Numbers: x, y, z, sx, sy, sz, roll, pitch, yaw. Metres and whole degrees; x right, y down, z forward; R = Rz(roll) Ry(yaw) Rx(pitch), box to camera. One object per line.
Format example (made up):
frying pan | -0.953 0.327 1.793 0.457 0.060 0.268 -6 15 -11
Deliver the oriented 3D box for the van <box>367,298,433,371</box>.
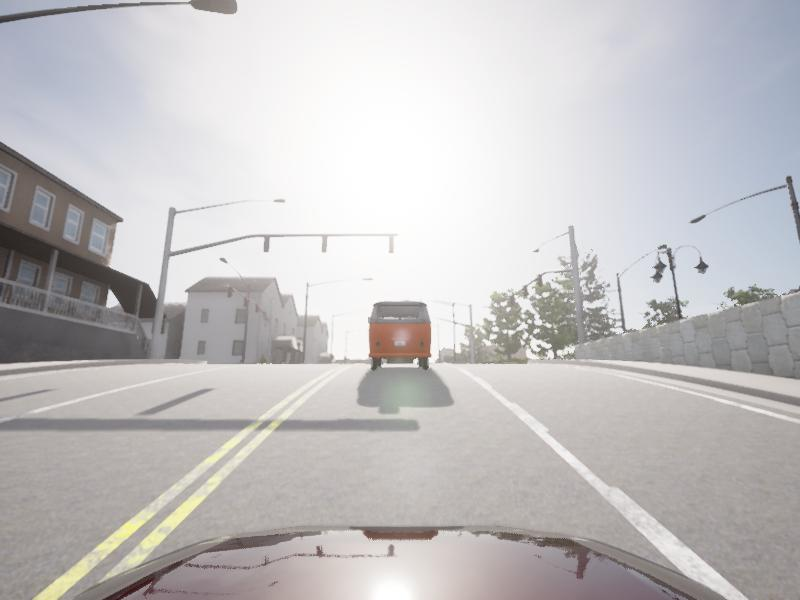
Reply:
van | -0.001 1.207 13.112 1.775 1.987 4.442 0 -7 0
